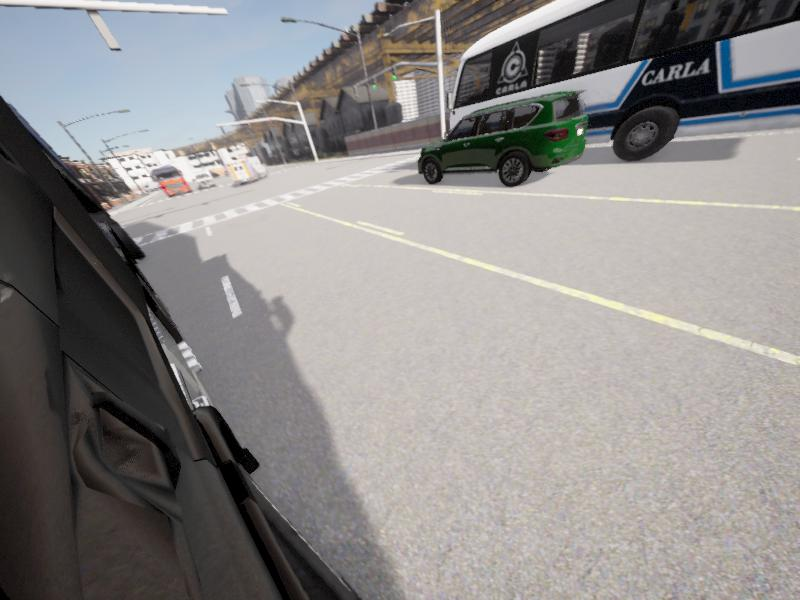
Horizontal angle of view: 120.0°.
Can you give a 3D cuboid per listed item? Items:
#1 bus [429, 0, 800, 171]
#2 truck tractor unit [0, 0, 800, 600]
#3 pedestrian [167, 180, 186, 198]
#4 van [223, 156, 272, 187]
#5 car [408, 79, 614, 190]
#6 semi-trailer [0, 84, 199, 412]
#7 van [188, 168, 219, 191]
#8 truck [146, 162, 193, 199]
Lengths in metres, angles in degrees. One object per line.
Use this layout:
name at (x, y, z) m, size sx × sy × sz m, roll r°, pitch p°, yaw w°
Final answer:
bus at (6.253, -7.272, 7.756) m, size 3.944 × 4.253 × 10.273 m, roll -32°, pitch 40°, yaw -26°
truck tractor unit at (-2.645, -0.295, 0.352) m, size 6.516 × 4.208 × 3.053 m, roll 28°, pitch 43°, yaw 30°
pedestrian at (-27.691, -13.724, 28.592) m, size 0.751 × 1.860 × 0.751 m, roll 20°, pitch 47°, yaw 37°
van at (-18.582, -16.082, 28.671) m, size 2.351 × 2.431 × 6.366 m, roll -13°, pitch 36°, yaw -2°
car at (3.020, -5.266, 7.871) m, size 2.150 × 2.045 × 5.566 m, roll -32°, pitch 40°, yaw -26°
semi-trailer at (-8.921, -2.362, 5.090) m, size 14.254 × 4.402 × 2.717 m, roll 15°, pitch 43°, yaw 39°
van at (-29.461, -18.069, 34.596) m, size 2.351 × 2.431 × 6.366 m, roll -32°, pitch 40°, yaw -25°
truck at (-33.604, -17.707, 34.125) m, size 2.891 × 3.827 × 8.468 m, roll -32°, pitch 40°, yaw -26°
